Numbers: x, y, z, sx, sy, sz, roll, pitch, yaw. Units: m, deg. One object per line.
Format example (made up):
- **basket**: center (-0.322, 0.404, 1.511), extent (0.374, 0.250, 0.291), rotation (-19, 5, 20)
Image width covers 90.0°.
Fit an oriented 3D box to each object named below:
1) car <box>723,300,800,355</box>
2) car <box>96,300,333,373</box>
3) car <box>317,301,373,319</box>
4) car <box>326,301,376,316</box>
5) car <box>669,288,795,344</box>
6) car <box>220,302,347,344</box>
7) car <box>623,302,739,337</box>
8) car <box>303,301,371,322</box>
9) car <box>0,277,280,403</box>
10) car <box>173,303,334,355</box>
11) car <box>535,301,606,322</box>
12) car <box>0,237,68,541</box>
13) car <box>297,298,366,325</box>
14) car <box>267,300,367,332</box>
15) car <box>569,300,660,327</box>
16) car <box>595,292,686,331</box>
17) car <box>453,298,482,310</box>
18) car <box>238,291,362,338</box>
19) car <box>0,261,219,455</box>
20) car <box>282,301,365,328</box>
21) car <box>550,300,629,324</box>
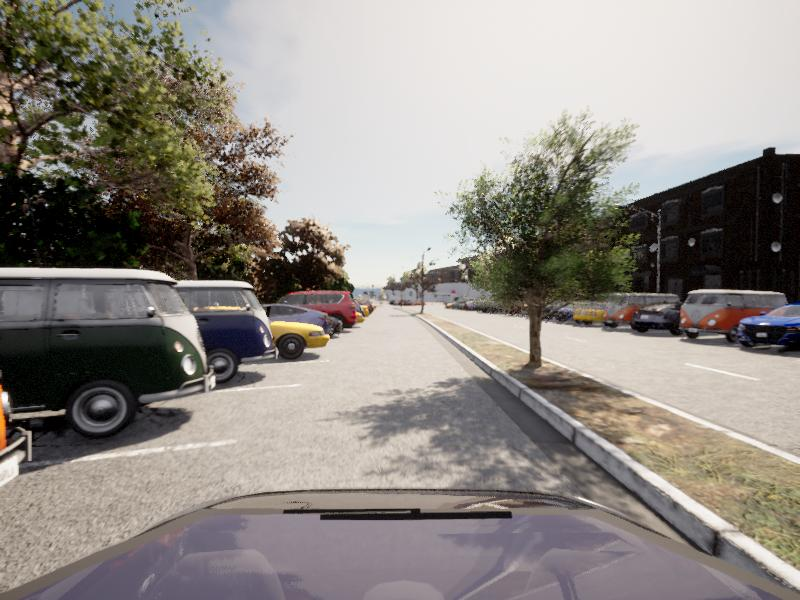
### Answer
- **car**: center (13.340, 0.823, 13.001), extent (5.008, 1.535, 2.097), rotation (1, 0, -20)
- **car**: center (-4.679, 0.838, 10.866), extent (5.366, 1.575, 1.946), rotation (-1, 0, -20)
- **car**: center (-5.182, 0.907, 37.510), extent (4.792, 1.488, 2.163), rotation (-1, 0, -22)
- **car**: center (-5.360, 0.885, 43.446), extent (5.008, 1.535, 2.097), rotation (-1, 0, -22)
- **car**: center (13.228, 0.599, 15.965), extent (4.442, 1.987, 1.878), rotation (1, 0, -20)
- **car**: center (-4.842, 0.879, 16.766), extent (4.792, 1.488, 2.163), rotation (-1, 0, -20)
- **car**: center (13.352, 0.859, 19.034), extent (4.792, 1.488, 2.163), rotation (1, 0, -20)
- **car**: center (-4.998, 0.869, 31.601), extent (5.008, 1.535, 2.097), rotation (-1, 0, -21)
- **car**: center (-4.743, 0.612, 7.868), extent (4.442, 1.987, 1.878), rotation (-1, 0, -20)
- **car**: center (-4.887, 0.876, 13.762), extent (4.792, 1.488, 2.163), rotation (-1, 0, -20)
- **car**: center (13.217, 0.841, 31.079), extent (4.892, 1.521, 2.231), rotation (1, 0, -21)
- **car**: center (-4.727, 0.605, 1.912), extent (4.442, 1.987, 1.878), rotation (-1, 0, -20)
- **car**: center (-4.929, 0.739, 28.646), extent (4.553, 1.767, 2.185), rotation (-1, 0, -21)
- **car**: center (-4.722, 0.852, 22.768), extent (5.366, 1.575, 1.946), rotation (-1, 0, -20)
- **car**: center (13.468, 0.834, 25.118), extent (5.366, 1.575, 1.946), rotation (1, 0, -21)
- **car**: center (13.209, 0.605, 21.990), extent (4.442, 1.987, 1.878), rotation (1, 0, -20)
- **car**: center (11.329, 0.640, 67.230), extent (4.442, 1.987, 1.878), rotation (1, 0, -25)
- **car**: center (-4.906, 0.603, 19.714), extent (5.566, 2.045, 2.435), rotation (-1, 0, -20)
- **car**: center (-4.735, 0.608, 4.889), extent (4.442, 1.987, 1.878), rotation (-1, 0, -20)
- **car**: center (-4.914, 0.862, 25.668), extent (4.892, 1.521, 2.231), rotation (-1, 0, -20)
- **car**: center (13.278, 0.837, 28.061), extent (5.008, 1.535, 2.097), rotation (1, 0, -21)
